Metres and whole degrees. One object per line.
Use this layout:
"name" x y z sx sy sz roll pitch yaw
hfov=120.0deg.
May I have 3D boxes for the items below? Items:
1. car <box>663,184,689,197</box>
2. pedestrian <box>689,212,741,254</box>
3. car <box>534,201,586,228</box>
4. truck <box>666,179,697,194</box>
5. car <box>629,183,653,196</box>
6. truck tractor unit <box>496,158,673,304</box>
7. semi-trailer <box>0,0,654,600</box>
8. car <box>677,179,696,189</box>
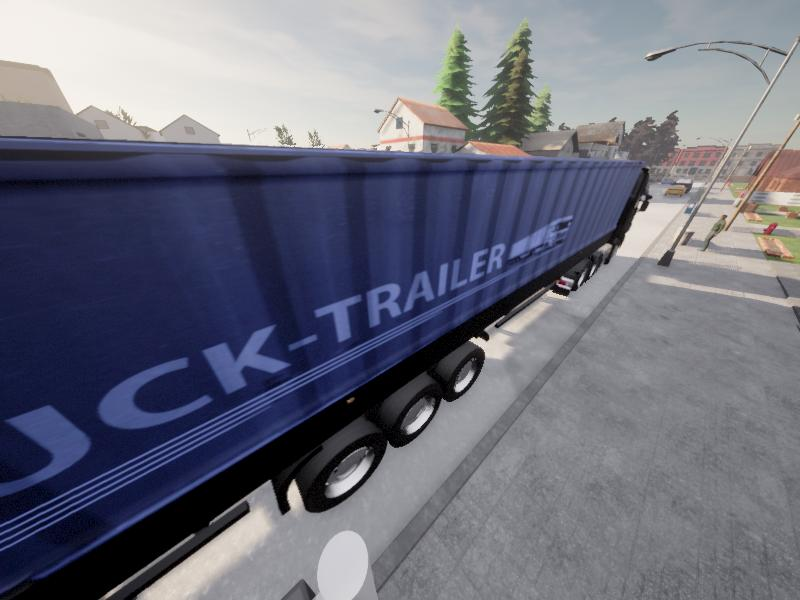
"car" 43.629 -17.307 36.445 5.008 1.535 1.882 -23 37 -34
"pedestrian" 16.017 -3.428 11.827 0.751 1.860 0.751 20 35 30
"car" 13.071 -7.036 18.825 4.181 1.385 1.994 -23 37 -34
"truck" 49.349 -19.950 40.461 6.274 2.098 2.390 -23 37 -34
"car" 40.051 -18.449 38.352 3.988 1.617 1.851 -23 37 -34
"truck tractor unit" 7.548 -3.346 9.584 6.516 4.208 3.053 -23 37 -34
"semi-trailer" 1.487 -0.891 5.130 14.254 4.402 2.717 -23 37 -34
"car" 60.421 -24.417 48.690 3.988 1.617 1.851 -22 37 -33
